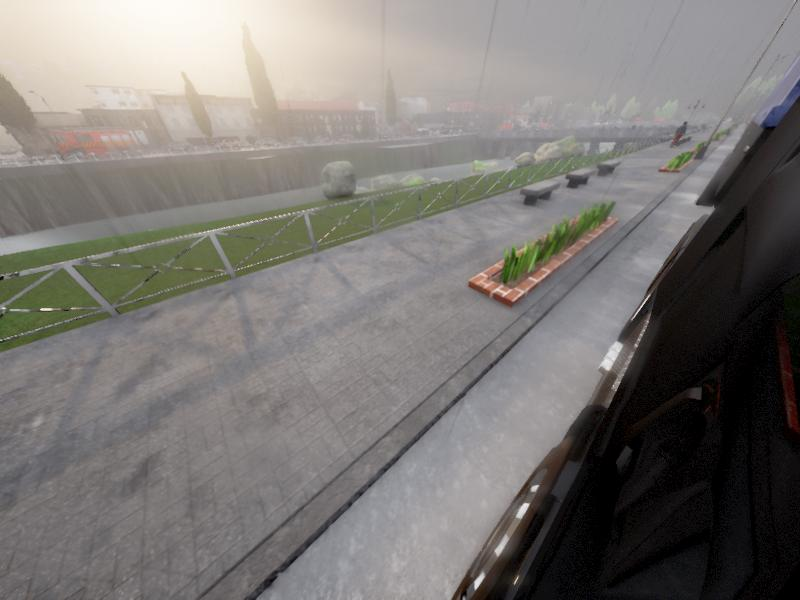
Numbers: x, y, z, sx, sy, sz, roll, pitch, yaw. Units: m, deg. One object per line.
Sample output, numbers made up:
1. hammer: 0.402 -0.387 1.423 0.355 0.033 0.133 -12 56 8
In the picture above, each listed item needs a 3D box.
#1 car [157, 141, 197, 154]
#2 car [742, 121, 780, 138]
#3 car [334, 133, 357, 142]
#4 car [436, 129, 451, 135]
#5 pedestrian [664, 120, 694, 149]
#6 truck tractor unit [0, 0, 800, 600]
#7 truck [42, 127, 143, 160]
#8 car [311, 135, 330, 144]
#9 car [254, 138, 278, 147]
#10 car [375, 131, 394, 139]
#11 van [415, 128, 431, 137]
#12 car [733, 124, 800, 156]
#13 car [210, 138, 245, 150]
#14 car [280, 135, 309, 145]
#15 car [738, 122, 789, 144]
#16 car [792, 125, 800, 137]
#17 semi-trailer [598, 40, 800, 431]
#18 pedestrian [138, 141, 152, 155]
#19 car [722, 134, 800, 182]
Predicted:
1. car: -40.250 -27.737 41.824 4.856 1.649 2.033 -28 43 -30
2. car: 41.733 -19.746 26.796 4.193 1.474 1.816 -28 43 -30
3. car: -13.884 -41.619 59.146 5.238 1.638 1.930 -28 44 -30
4. car: 14.595 -56.568 77.893 5.008 1.535 1.882 -28 43 -30
5. pedestrian: 22.762 -13.522 18.866 0.751 1.860 0.751 -31 45 -33
6. truck tractor unit: 2.645 -0.295 0.351 6.516 4.208 3.053 -28 44 -30
7. truck: -47.544 -24.798 36.398 8.468 3.827 2.891 -28 43 -30
8. car: -19.135 -38.785 55.737 3.806 1.475 1.970 -28 43 -30
9. car: -28.670 -33.765 49.469 3.806 1.475 1.970 -28 44 -30
10. car: -4.355 -46.638 65.408 4.856 1.649 2.033 -28 43 -30
11. van: 6.910 -49.617 68.500 4.480 2.038 2.069 -28 43 -30
12. car: 25.406 -11.180 16.062 4.514 1.525 2.007 -28 43 -30
13. car: -34.143 -30.947 45.835 5.027 1.651 2.152 -28 43 -30
14. car: -23.933 -36.330 52.541 5.238 1.638 1.930 -28 43 -30
15. car: 34.500 -15.964 22.032 4.514 1.525 2.007 -28 44 -30
16. car: 46.727 -19.347 25.826 4.611 1.667 2.242 -28 43 -30
17. semi-trailer: 8.702 -3.580 4.258 14.254 4.402 2.717 -28 44 -30
18. pedestrian: -41.695 -24.867 37.789 0.751 1.860 0.751 27 45 33
19. car: 16.525 -6.445 10.276 4.181 1.385 1.994 -28 43 -30
